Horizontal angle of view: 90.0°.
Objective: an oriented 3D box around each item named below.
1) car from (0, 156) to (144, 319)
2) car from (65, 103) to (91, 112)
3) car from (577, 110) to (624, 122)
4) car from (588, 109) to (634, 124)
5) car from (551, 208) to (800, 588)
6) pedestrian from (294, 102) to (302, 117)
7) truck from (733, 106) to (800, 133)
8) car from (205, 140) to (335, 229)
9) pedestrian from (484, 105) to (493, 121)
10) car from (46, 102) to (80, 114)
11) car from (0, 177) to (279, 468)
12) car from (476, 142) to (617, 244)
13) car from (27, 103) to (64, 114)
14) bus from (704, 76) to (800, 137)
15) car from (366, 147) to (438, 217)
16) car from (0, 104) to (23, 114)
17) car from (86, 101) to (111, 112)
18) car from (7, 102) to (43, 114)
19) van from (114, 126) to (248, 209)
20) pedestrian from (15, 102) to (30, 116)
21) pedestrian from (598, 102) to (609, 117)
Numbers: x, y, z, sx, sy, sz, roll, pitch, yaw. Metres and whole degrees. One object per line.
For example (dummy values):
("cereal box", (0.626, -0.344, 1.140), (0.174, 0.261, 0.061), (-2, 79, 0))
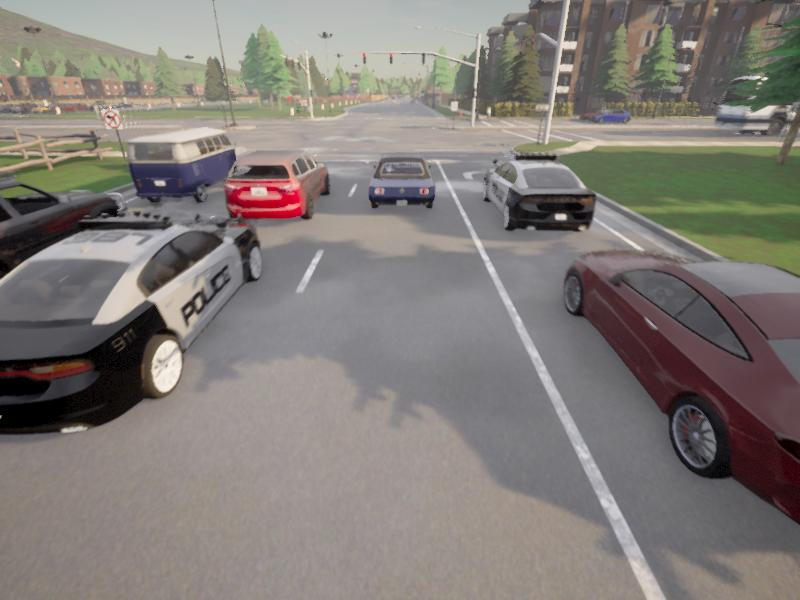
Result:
("car", (-6.982, -1.198, 6.897), (1.932, 1.855, 4.605), (0, 27, 0))
("car", (-64.286, -38.510, 79.902), (1.851, 1.617, 3.988), (0, 27, 0))
("car", (24.691, -22.716, 49.371), (4.718, 1.301, 1.895), (0, 27, 0))
("car", (24.316, -21.195, 46.216), (4.193, 1.474, 1.816), (0, 27, 0))
("car", (3.490, 0.275, 4.498), (1.812, 1.442, 4.674), (0, 27, 0))
("pedestrian", (-14.251, -26.539, 55.832), (0.751, 1.860, 0.751), (2, 27, 4))
("truck", (34.283, -16.218, 35.845), (6.274, 2.098, 2.390), (0, 27, 0))
("car", (-3.437, -3.606, 11.806), (2.242, 1.667, 4.611), (0, 27, 0))
("pedestrian", (11.202, -23.619, 50.466), (0.751, 1.860, 0.751), (-2, 27, -4))
("car", (-60.826, -34.728, 72.262), (2.097, 1.767, 4.553), (0, 27, 0))
("car", (-3.493, -0.401, 5.603), (1.930, 1.638, 5.238), (0, 27, 0))
("car", (3.557, -3.183, 11.011), (1.930, 1.638, 5.238), (0, 27, 0))
("car", (-64.324, -34.832, 72.733), (1.801, 1.575, 5.366), (0, 27, 0))
("bus", (31.826, -15.630, 32.347), (10.273, 4.253, 3.944), (0, 27, 0))
("car", (0.073, -3.944, 12.870), (1.895, 1.301, 4.718), (0, 27, 0))
("car", (-71.323, -34.705, 72.556), (1.816, 1.474, 4.193), (0, 27, 0))
("car", (-60.780, -39.106, 80.688), (1.905, 1.878, 3.866), (0, 27, 0))
("car", (-67.825, -34.871, 72.448), (1.932, 1.855, 4.605), (0, 27, 0))
("van", (-6.920, -4.592, 13.382), (1.775, 1.987, 4.442), (0, 27, 0))
("pedestrian", (-55.160, -27.886, 58.482), (0.751, 1.860, 0.751), (2, 27, 4))
("pedestrian", (28.169, -26.275, 55.288), (0.751, 1.860, 0.751), (1, 27, 2))
